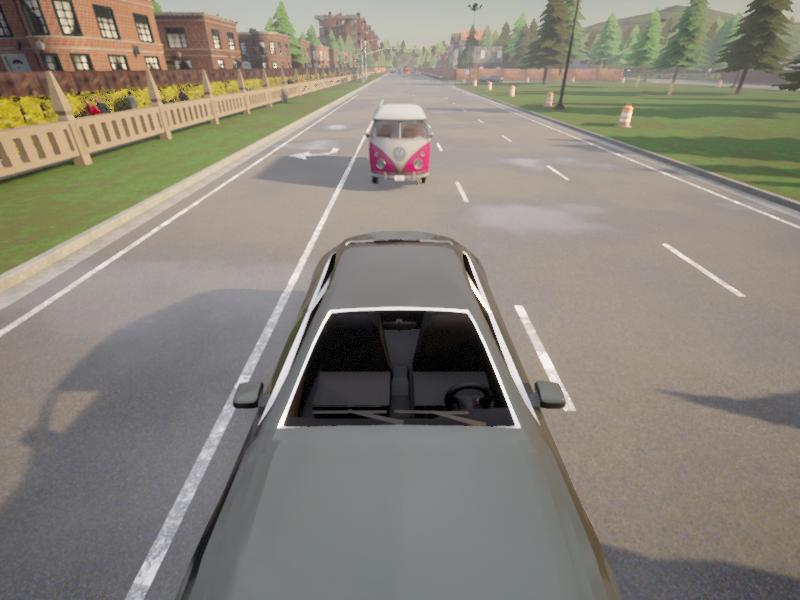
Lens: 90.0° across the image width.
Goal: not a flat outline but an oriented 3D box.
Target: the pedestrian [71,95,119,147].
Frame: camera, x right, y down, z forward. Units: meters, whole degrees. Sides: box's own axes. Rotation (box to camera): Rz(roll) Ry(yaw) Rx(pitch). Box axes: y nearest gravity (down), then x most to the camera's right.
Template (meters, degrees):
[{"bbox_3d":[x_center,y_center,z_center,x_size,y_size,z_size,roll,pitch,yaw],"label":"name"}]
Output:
[{"bbox_3d":[-12.373,-7.269,16.304,0.751,1.860,0.751,1,30,1],"label":"pedestrian"}]

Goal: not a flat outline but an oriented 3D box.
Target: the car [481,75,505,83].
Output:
[{"bbox_3d":[20.160,-48.016,86.939,4.514,1.525,2.007,-7,31,-12],"label":"car"}]

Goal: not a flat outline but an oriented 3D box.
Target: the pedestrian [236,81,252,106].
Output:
[{"bbox_3d":[-13.137,-17.411,33.698,0.751,1.860,0.751,0,30,-1],"label":"pedestrian"}]

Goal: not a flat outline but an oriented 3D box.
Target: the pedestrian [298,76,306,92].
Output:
[{"bbox_3d":[-12.883,-28.455,52.648,0.751,1.860,0.751,0,30,0],"label":"pedestrian"}]

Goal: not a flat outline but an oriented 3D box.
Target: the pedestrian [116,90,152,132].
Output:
[{"bbox_3d":[-13.442,-9.575,20.259,0.751,1.860,0.751,5,31,8],"label":"pedestrian"}]

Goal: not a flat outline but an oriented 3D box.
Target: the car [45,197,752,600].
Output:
[{"bbox_3d":[-0.006,0.664,3.299,2.152,1.651,5.027,0,30,0],"label":"car"}]

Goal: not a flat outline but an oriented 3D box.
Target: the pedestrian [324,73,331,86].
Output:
[{"bbox_3d":[-12.854,-38.992,70.721,0.751,1.860,0.751,6,31,10],"label":"pedestrian"}]

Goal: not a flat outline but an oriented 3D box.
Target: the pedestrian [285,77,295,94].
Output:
[{"bbox_3d":[-13.127,-25.589,47.723,0.751,1.860,0.751,0,30,0],"label":"pedestrian"}]

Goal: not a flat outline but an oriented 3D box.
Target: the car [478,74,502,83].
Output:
[{"bbox_3d":[20.151,-49.883,90.059,4.611,1.667,2.242,-6,31,-11],"label":"car"}]

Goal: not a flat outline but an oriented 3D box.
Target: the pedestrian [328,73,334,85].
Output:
[{"bbox_3d":[-12.215,-39.080,70.870,0.751,1.860,0.751,0,30,0],"label":"pedestrian"}]

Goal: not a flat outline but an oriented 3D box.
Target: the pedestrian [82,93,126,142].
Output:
[{"bbox_3d":[-12.915,-7.986,17.534,0.751,1.860,0.751,2,30,3],"label":"pedestrian"}]

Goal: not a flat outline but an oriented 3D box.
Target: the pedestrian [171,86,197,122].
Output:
[{"bbox_3d":[-12.877,-11.698,23.900,0.751,1.860,0.751,-1,30,-1],"label":"pedestrian"}]

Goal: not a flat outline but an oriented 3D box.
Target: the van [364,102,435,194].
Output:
[{"bbox_3d":[-0.015,-4.924,12.510,1.775,1.987,4.442,0,30,0],"label":"van"}]
